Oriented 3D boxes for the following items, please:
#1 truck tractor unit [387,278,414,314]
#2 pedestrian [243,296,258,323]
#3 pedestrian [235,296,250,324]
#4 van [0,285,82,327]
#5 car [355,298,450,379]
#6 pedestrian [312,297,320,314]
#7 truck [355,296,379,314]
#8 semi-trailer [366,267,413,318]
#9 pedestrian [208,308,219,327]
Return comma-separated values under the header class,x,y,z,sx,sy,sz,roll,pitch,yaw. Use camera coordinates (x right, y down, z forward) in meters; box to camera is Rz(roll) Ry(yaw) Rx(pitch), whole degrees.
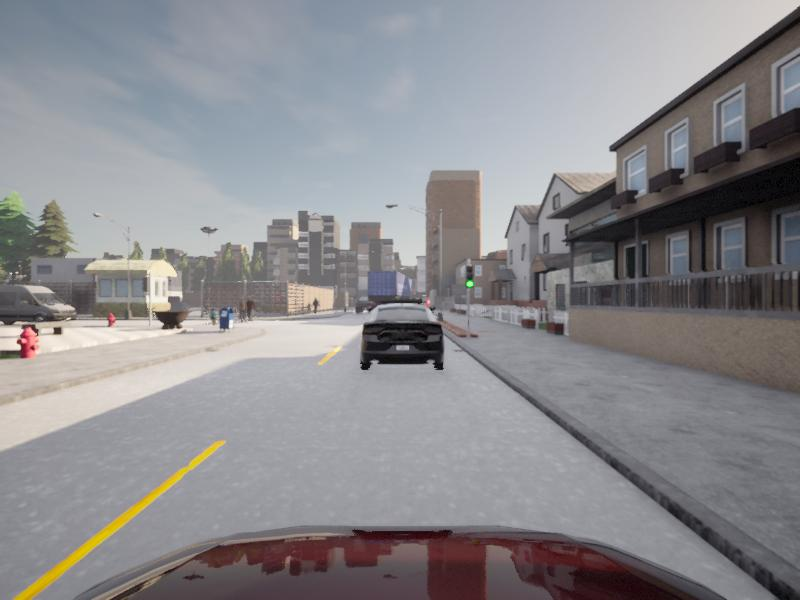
class,x,y,z,sx,sy,sz,roll,pitch,yaw
truck tractor unit,0.052,-0.453,49.729,3.053,4.208,6.516,0,0,0
pedestrian,-10.521,0.662,28.150,0.751,1.860,0.751,0,0,1
pedestrian,-10.514,0.661,26.712,0.751,1.860,0.751,0,0,-2
van,-23.975,0.345,25.472,5.915,2.561,1.988,0,0,1
car,0.038,0.781,10.756,1.930,1.638,5.238,0,0,0
pedestrian,-9.151,0.573,43.598,0.751,1.860,0.751,0,0,-7
truck,-3.955,0.585,48.517,2.390,2.098,6.274,0,0,0
semi-trailer,-0.683,-0.590,41.857,2.717,4.402,14.254,0,0,7
pedestrian,-11.158,1.039,23.951,0.500,1.100,0.500,0,0,-36
